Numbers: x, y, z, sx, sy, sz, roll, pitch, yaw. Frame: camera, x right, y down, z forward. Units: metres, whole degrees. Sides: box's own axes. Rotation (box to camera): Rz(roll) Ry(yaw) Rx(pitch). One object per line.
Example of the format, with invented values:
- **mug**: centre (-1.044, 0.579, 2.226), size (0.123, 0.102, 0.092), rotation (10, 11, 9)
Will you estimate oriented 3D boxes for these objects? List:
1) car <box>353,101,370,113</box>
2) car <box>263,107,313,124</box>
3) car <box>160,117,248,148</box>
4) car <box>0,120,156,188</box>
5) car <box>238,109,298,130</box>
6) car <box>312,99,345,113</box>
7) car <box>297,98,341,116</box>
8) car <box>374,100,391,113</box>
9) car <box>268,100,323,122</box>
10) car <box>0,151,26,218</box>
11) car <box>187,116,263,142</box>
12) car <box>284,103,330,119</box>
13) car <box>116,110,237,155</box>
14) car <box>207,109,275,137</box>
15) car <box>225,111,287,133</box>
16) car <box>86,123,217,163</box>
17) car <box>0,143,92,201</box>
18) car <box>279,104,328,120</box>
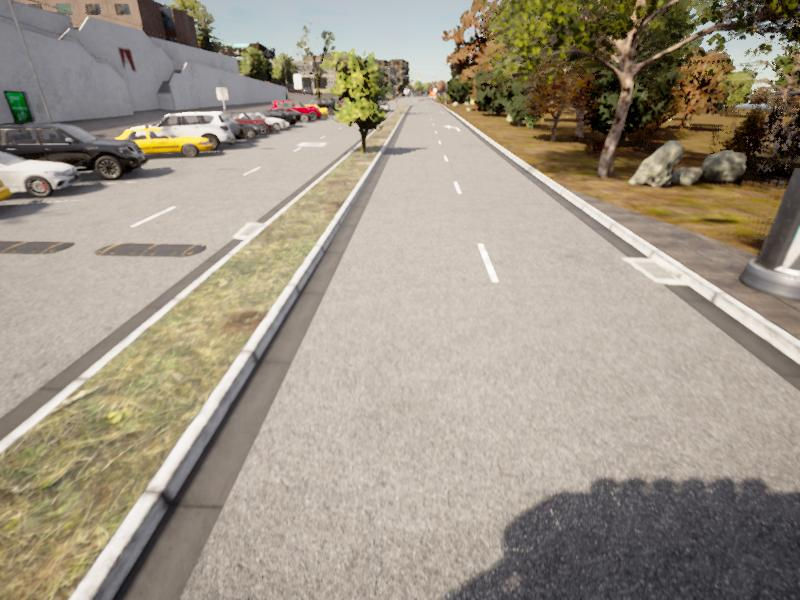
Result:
- **car**: centre (-5.810, -29.572, 61.236), size (1.837, 1.490, 4.892), rotation (1, 28, 2)
- **car**: centre (-11.817, -19.485, 42.186), size (4.792, 1.488, 2.163), rotation (-9, 29, -15)
- **car**: centre (-12.670, -11.037, 26.267), size (4.792, 1.488, 2.163), rotation (-9, 29, -15)
- **car**: centre (-13.153, -5.747, 15.525), size (5.566, 2.045, 2.435), rotation (-9, 28, -15)
- **car**: centre (-12.103, -16.684, 36.869), size (5.008, 1.535, 2.097), rotation (-9, 29, -15)
- **car**: centre (-10.881, -29.434, 60.656), size (4.553, 1.767, 2.185), rotation (-9, 29, -15)
- **car**: centre (-11.205, -26.741, 55.273), size (5.566, 2.045, 2.435), rotation (-9, 29, -15)
- **car**: centre (-2.717, -30.516, 63.018), size (2.242, 1.667, 4.611), rotation (1, 28, 2)
- **car**: centre (-11.688, -21.141, 44.704), size (5.566, 2.045, 2.435), rotation (-9, 29, -15)
- **car**: centre (-13.618, -2.742, 10.237), size (5.366, 1.575, 1.946), rotation (-9, 29, -15)
- **car**: centre (-12.513, -12.433, 28.946), size (4.674, 1.452, 2.002), rotation (-9, 28, -15)
- **car**: centre (-11.620, -23.696, 50.051), size (5.366, 1.575, 1.946), rotation (-9, 29, -15)
- **car**: centre (-12.805, -9.893, 23.484), size (5.566, 2.045, 2.435), rotation (-9, 29, -15)
- **car**: centre (-12.409, -13.979, 31.508), size (4.553, 1.767, 2.185), rotation (-9, 29, -15)
- **car**: centre (-12.246, -15.242, 34.241), size (4.674, 1.452, 2.002), rotation (-9, 29, -15)
- **car**: centre (-12.735, -8.316, 20.999), size (5.366, 1.575, 1.946), rotation (-9, 28, -15)
- **car**: centre (-13.314, -4.107, 12.978), size (4.674, 1.452, 2.002), rotation (-9, 28, -15)
- **car**: centre (-11.400, -22.352, 47.506), size (5.366, 1.575, 1.946), rotation (-9, 29, -15)
